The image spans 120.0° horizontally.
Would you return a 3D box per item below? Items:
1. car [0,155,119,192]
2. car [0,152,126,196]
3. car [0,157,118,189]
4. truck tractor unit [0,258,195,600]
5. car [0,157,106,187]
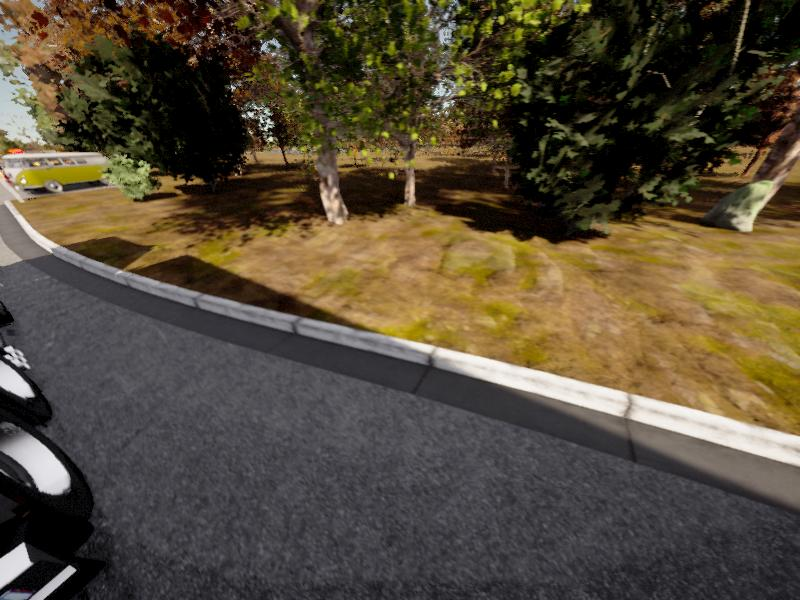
[{"bbox_3d":[-23.750,-8.946,16.102,2.185,1.767,4.553,7,35,12],"label":"car"},{"bbox_3d":[-21.305,-8.094,14.595,1.878,1.987,4.442,7,35,12],"label":"car"},{"bbox_3d":[-26.145,-9.864,17.741,1.946,1.575,5.366,7,36,13],"label":"car"},{"bbox_3d":[-5.098,-0.311,0.804,6.516,4.208,3.053,19,39,25],"label":"truck tractor unit"},{"bbox_3d":[-28.676,-10.564,18.853,1.946,1.575,5.366,8,36,13],"label":"car"}]
